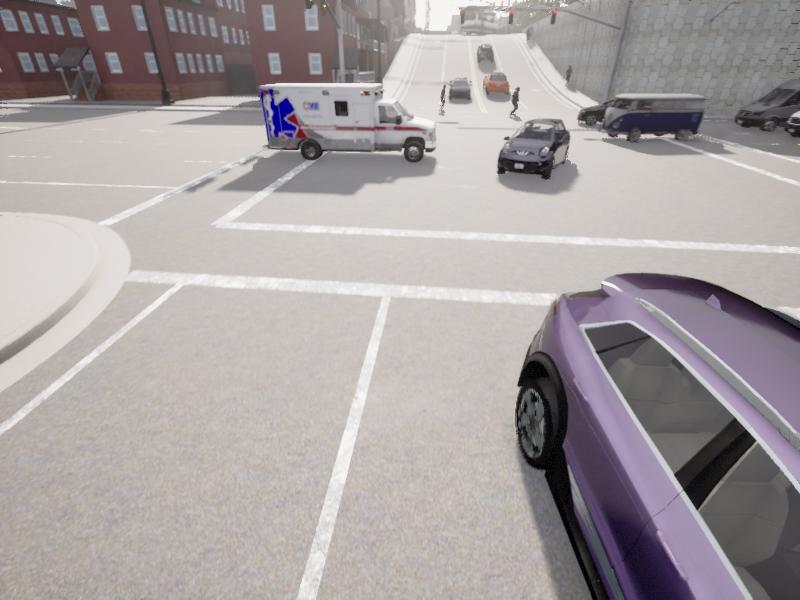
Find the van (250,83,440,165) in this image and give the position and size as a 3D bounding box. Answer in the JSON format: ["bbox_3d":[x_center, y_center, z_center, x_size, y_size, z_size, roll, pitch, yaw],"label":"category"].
[{"bbox_3d":[-1.789,-6.616,14.895,6.366,2.431,2.351,3,30,5],"label":"van"}]

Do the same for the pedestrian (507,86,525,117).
[{"bbox_3d":[7.959,-13.652,27.523,0.751,1.860,0.751,-4,31,-8],"label":"pedestrian"}]

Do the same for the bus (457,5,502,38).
[{"bbox_3d":[15.260,-52.880,76.404,3.944,4.253,10.273,20,35,29],"label":"bus"}]

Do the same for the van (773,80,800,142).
[{"bbox_3d":[22.002,-8.834,18.791,5.915,2.561,1.988,3,30,5],"label":"van"}]

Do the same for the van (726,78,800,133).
[{"bbox_3d":[22.070,-10.608,21.823,5.915,2.561,1.988,3,30,5],"label":"van"}]

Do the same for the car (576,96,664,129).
[{"bbox_3d":[12.837,-11.128,23.682,4.193,1.474,1.816,11,32,17],"label":"car"}]

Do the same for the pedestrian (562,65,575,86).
[{"bbox_3d":[16.949,-22.587,40.277,0.751,1.860,0.751,2,30,3],"label":"pedestrian"}]

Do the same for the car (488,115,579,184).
[{"bbox_3d":[4.508,-5.113,13.273,1.845,1.501,3.633,16,34,25],"label":"car"}]

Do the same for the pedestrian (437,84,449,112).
[{"bbox_3d":[3.227,-15.061,29.824,0.751,1.860,0.751,3,30,5],"label":"pedestrian"}]

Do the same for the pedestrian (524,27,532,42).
[{"bbox_3d":[18.672,-38.728,58.399,0.751,1.860,0.751,4,31,6],"label":"pedestrian"}]

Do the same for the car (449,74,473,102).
[{"bbox_3d":[5.561,-19.637,36.931,1.930,1.638,5.238,3,36,5],"label":"car"}]

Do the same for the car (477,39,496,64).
[{"bbox_3d":[11.059,-32.000,51.470,1.932,1.855,4.605,3,43,5],"label":"car"}]

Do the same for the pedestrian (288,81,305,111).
[{"bbox_3d":[-7.531,-14.845,29.118,0.751,1.860,0.751,4,31,6],"label":"pedestrian"}]

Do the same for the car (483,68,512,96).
[{"bbox_3d":[9.450,-21.489,39.277,2.097,1.767,4.553,3,37,4],"label":"car"}]

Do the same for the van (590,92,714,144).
[{"bbox_3d":[11.772,-8.622,18.883,4.442,1.987,1.775,-5,31,-8],"label":"van"}]

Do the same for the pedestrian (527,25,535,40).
[{"bbox_3d":[19.448,-39.739,59.509,0.751,1.860,0.751,1,30,2],"label":"pedestrian"}]

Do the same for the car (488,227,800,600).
[{"bbox_3d":[2.178,1.384,2.080,2.033,1.649,4.856,4,31,-5],"label":"car"}]
